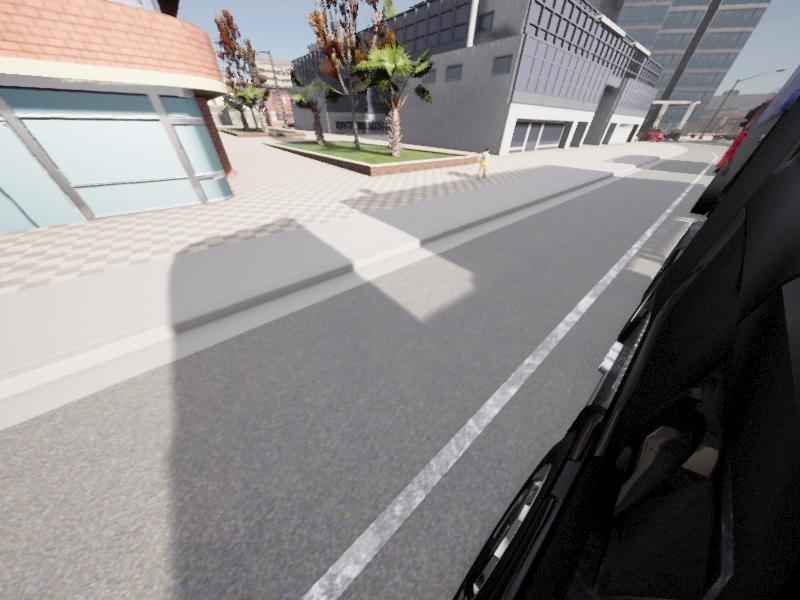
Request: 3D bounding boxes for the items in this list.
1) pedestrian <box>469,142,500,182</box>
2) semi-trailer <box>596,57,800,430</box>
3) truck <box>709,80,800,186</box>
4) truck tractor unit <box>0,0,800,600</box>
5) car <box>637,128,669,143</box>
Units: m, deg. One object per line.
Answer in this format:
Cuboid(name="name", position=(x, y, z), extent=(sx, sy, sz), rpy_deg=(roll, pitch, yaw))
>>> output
Cuboid(name="pedestrian", position=(3.518, -5.785, 9.682), extent=(0.751, 1.300, 0.751), rpy_deg=(25, 43, 28))
Cuboid(name="semi-trailer", position=(8.788, -3.383, 4.363), extent=(14.254, 4.402, 2.717), rpy_deg=(-26, 45, -31))
Cuboid(name="truck", position=(21.098, -9.235, 12.822), extent=(8.468, 3.827, 2.891), rpy_deg=(-27, 45, -31))
Cuboid(name="truck tractor unit", position=(2.645, -0.295, 0.351), extent=(6.516, 4.208, 3.053), rpy_deg=(-28, 43, -30))
Cuboid(name="car", position=(45.462, -29.754, 41.699), extent=(2.150, 2.045, 5.566), rpy_deg=(18, 41, 22))
